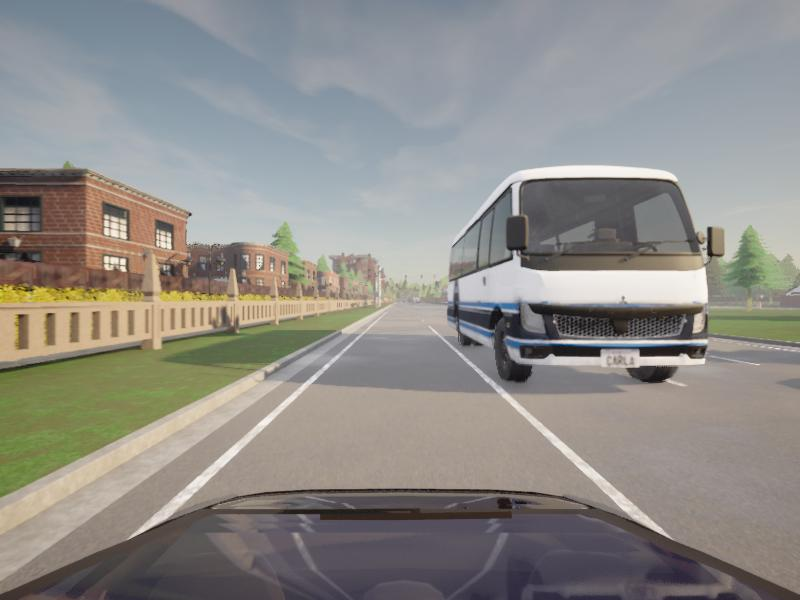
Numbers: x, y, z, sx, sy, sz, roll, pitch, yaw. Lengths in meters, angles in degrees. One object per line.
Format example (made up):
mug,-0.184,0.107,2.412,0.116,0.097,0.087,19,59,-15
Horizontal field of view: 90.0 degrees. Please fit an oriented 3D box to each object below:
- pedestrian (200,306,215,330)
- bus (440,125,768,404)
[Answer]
pedestrian,-9.233,0.857,19.217,0.500,1.100,0.500,0,0,0
bus,3.622,-0.539,11.222,3.944,4.253,10.273,0,0,0
